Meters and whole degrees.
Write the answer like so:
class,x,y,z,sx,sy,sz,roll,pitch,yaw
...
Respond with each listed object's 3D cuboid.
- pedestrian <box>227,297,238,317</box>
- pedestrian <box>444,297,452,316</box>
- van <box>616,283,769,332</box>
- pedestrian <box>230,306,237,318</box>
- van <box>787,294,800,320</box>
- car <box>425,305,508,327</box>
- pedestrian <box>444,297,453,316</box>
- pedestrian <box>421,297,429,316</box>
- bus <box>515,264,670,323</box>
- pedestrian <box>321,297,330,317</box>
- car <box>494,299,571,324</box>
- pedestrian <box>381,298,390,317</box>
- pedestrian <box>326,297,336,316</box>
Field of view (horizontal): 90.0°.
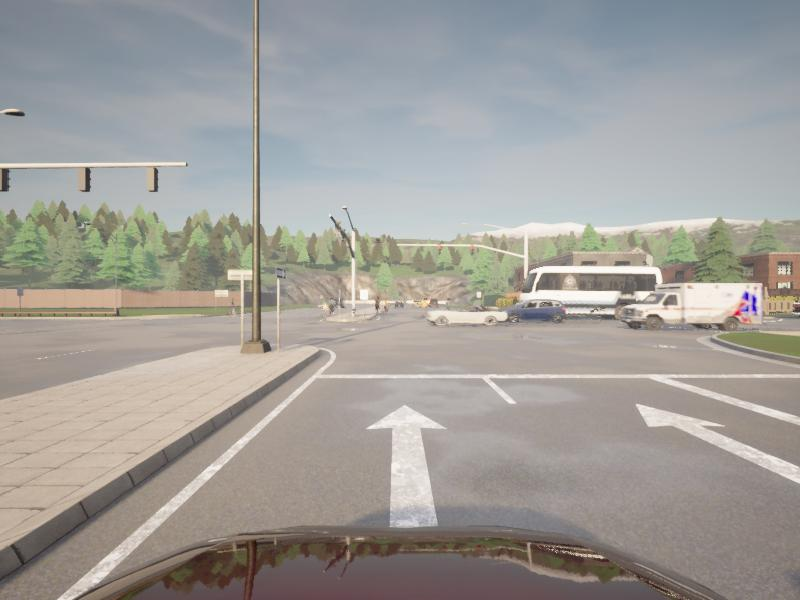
class,x,y,z,sx,sy,sz,roll,pitch,yaw
pedestrian,-15.608,0.637,37.327,0.751,1.860,0.751,0,0,-7
pedestrian,4.739,0.643,39.782,0.751,1.860,0.751,0,0,1
van,15.202,0.378,21.083,6.366,2.431,2.351,0,0,-1
pedestrian,-15.238,1.072,36.590,0.500,1.100,0.500,0,0,-1
van,34.006,0.570,31.811,4.480,2.038,2.069,0,0,-1
car,3.980,0.944,24.445,4.718,1.301,1.895,0,0,-1
pedestrian,4.717,0.637,39.004,0.751,1.860,0.751,0,0,-3
pedestrian,2.461,0.637,39.162,0.751,1.860,0.751,0,0,5
bus,14.856,-0.526,31.763,10.273,4.253,3.944,1,0,4
pedestrian,-6.921,0.637,37.303,0.751,1.860,0.751,0,0,-5
car,9.156,0.756,28.007,4.611,1.667,2.242,0,0,-1
pedestrian,-1.407,0.688,39.603,0.751,1.860,0.751,0,0,8
pedestrian,-6.719,0.637,38.993,0.751,1.860,0.751,0,0,4
